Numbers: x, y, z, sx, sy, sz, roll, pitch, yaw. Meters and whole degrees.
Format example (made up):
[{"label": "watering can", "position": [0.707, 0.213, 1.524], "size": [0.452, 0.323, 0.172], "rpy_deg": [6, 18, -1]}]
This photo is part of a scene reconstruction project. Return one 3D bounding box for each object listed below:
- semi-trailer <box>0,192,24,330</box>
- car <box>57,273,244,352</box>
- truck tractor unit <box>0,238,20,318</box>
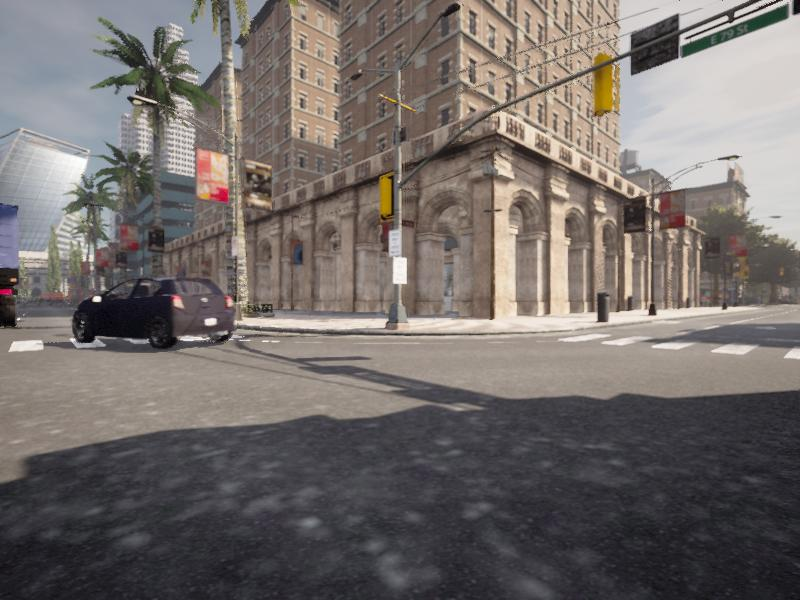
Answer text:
[{"label": "semi-trailer", "position": [-18.347, -1.236, 17.135], "size": [14.254, 4.402, 2.717], "rpy_deg": [0, 0, 45]}, {"label": "car", "position": [-5.653, 0.224, 9.117], "size": [3.633, 1.501, 1.845], "rpy_deg": [0, 0, 23]}, {"label": "truck tractor unit", "position": [-23.900, -1.143, 22.774], "size": [3.053, 4.208, 6.516], "rpy_deg": [0, 1, -42]}]
